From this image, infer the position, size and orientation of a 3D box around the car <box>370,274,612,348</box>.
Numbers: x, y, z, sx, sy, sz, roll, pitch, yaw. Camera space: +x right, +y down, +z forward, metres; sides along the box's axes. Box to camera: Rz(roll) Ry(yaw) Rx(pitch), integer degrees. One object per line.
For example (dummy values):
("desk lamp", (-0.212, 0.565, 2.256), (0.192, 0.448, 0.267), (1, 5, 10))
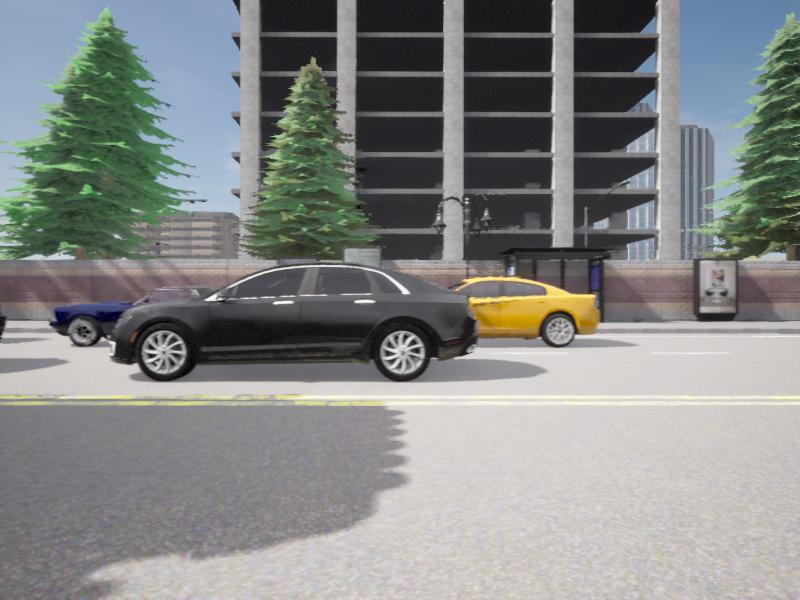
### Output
("car", (1.880, 0.224, 9.201), (5.008, 1.535, 1.882), (0, 0, 0))

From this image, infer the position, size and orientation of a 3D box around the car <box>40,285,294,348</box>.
("car", (-5.051, 0.339, 9.192), (4.718, 1.301, 1.895), (0, 0, 0))

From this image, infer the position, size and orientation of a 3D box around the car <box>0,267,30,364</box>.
("car", (-8.556, 0.237, 5.683), (4.892, 1.490, 1.837), (0, 0, 0))

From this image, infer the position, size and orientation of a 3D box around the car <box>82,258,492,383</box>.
("car", (-1.347, 0.243, 5.697), (4.892, 1.490, 1.837), (0, 0, 0))

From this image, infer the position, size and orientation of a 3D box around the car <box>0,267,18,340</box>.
("car", (-12.054, 0.084, 9.181), (4.553, 1.767, 2.097), (0, 0, 0))

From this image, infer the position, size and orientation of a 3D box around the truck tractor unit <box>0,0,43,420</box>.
("truck tractor unit", (-6.594, -1.119, 2.195), (6.516, 4.208, 3.053), (0, 0, 0))
